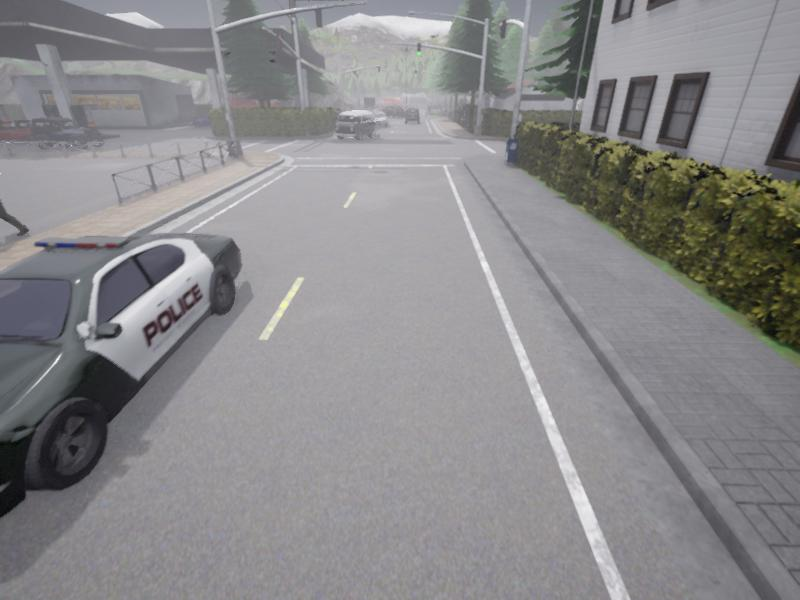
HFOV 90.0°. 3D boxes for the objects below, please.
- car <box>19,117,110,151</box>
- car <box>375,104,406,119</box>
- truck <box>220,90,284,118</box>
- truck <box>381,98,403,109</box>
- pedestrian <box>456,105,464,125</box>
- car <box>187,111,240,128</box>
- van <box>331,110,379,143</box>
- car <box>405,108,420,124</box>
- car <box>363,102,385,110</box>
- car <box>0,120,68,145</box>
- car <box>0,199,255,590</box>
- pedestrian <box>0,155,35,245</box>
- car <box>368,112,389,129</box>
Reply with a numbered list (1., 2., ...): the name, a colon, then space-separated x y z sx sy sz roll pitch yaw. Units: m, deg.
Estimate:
1. car: -21.871 -10.910 26.224 3.866 1.878 1.905 1 27 2
2. car: -1.477 -28.261 59.899 2.097 1.767 4.553 -23 35 -36
3. truck: -22.859 -30.523 62.297 8.468 3.827 2.891 1 27 2
4. truck: -2.034 -48.088 97.975 5.204 2.467 2.627 1 27 2
5. pedestrian: 6.296 -19.474 42.130 0.751 1.860 0.751 3 27 6
6. car: -20.797 -20.210 44.721 4.611 1.667 2.242 1 27 1
7. van: -3.414 -13.664 31.368 2.069 2.038 4.480 10 28 16
8. car: 1.513 -22.063 47.879 1.789 1.549 3.705 1 27 2
9. car: -6.238 -46.146 95.222 5.008 1.535 1.882 1 27 2
10. car: -27.855 -12.451 29.627 4.514 1.525 2.007 1 27 2
11. car: -3.680 0.188 4.589 2.038 1.542 4.974 1 27 2
12. pedestrian: -8.732 -2.178 8.445 0.751 1.860 0.751 12 29 22
13. car: -2.213 -19.249 42.730 1.812 1.442 4.674 0 27 2
